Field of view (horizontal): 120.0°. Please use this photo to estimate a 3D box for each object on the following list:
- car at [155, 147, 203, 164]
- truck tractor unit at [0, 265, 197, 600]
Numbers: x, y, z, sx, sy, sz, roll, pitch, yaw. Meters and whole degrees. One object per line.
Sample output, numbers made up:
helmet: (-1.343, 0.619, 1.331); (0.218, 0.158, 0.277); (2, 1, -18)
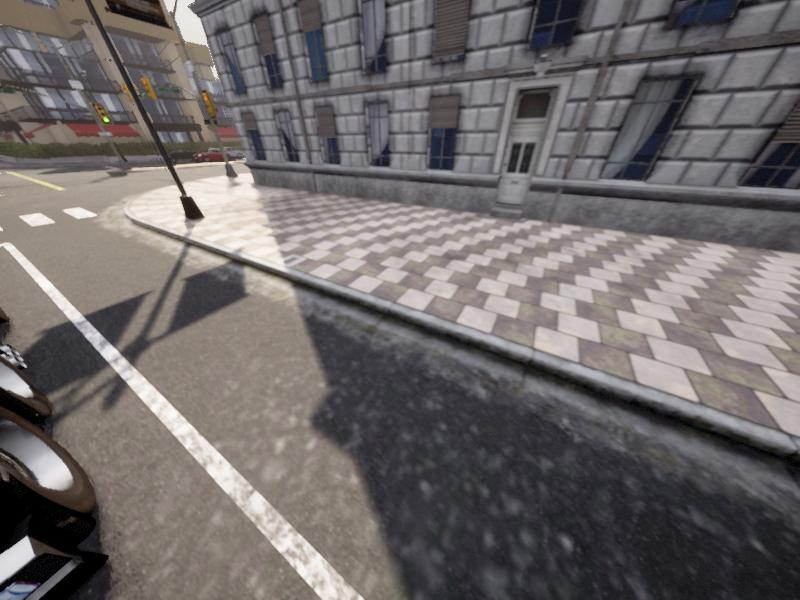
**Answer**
car: (-27.334, -17.982, 28.703); (1.789, 1.549, 3.705); (18, 39, 25)
truck tractor unit: (-5.113, -0.299, 0.776); (6.516, 4.208, 3.053); (18, 39, 24)
